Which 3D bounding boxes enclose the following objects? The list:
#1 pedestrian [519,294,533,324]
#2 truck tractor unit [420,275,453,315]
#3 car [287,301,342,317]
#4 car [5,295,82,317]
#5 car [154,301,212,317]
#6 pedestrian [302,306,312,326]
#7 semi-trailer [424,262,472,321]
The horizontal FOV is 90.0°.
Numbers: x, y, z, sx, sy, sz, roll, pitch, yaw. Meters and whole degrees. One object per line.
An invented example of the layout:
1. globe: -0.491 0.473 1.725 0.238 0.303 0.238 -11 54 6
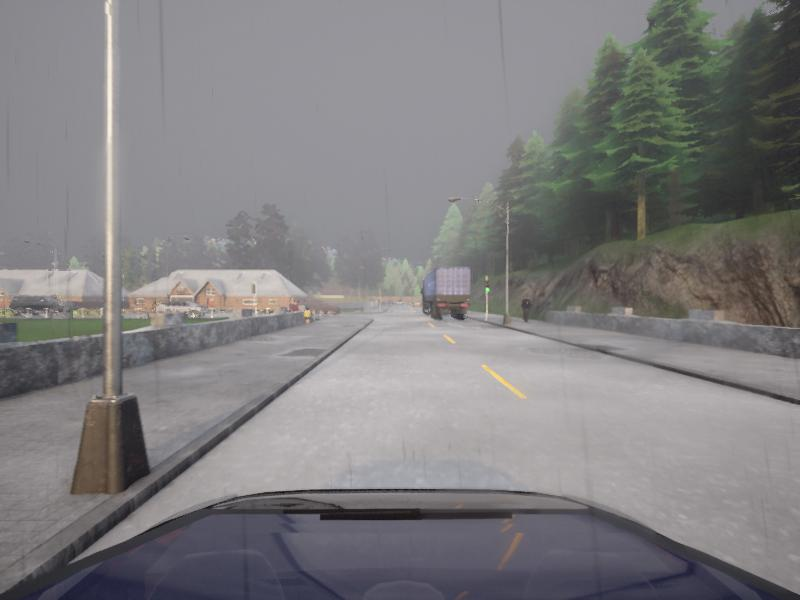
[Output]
1. pedestrian: 8.044 0.543 25.513 0.751 1.860 0.751 0 0 25
2. truck tractor unit: 3.996 -0.507 45.011 3.053 4.208 6.516 0 0 0
3. car: -8.240 0.838 38.982 5.008 1.535 1.882 0 0 -1
4. car: -34.586 0.587 38.918 5.566 2.045 2.150 0 0 0
5. car: -21.063 0.844 38.922 4.514 1.525 2.007 0 0 0
6. pedestrian: -5.375 0.914 23.174 0.500 1.100 0.500 0 0 0
7. semi-trailer: 4.004 -0.605 37.095 2.717 4.402 14.254 0 0 0
